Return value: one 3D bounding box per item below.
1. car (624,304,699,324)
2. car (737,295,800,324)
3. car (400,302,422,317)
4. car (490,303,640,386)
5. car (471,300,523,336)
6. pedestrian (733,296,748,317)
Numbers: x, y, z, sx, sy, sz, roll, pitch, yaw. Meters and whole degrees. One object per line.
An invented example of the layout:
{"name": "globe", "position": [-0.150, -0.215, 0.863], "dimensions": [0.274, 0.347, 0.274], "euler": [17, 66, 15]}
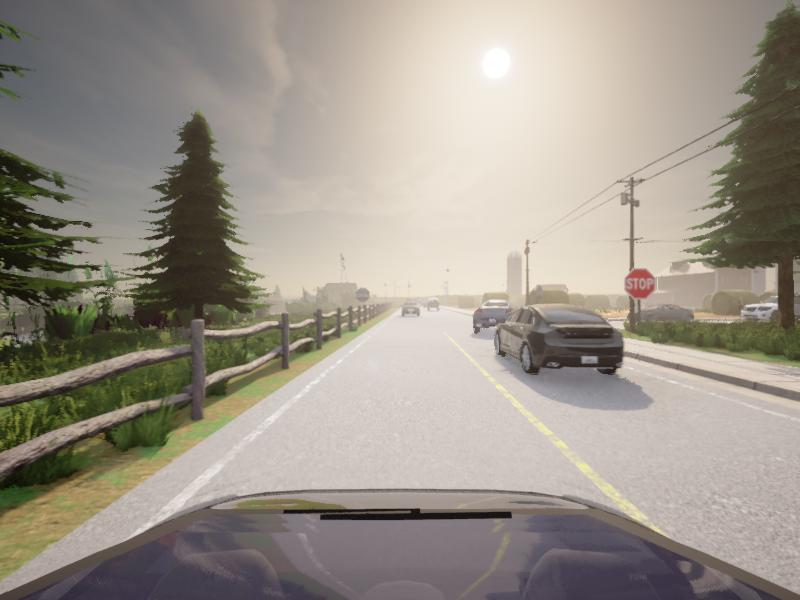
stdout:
{"name": "car", "position": [19.034, 0.999, 29.241], "dimensions": [4.181, 1.385, 1.994], "euler": [0, 0, -2]}
{"name": "car", "position": [28.430, 0.657, 29.398], "dimensions": [5.566, 2.045, 2.150], "euler": [0, 0, -1]}
{"name": "car", "position": [1.122, 0.919, 41.570], "dimensions": [2.128, 1.511, 4.902], "euler": [0, 0, 2]}
{"name": "car", "position": [3.672, 0.864, 10.010], "dimensions": [1.837, 1.490, 4.892], "euler": [0, 0, 2]}
{"name": "car", "position": [5.163, 0.825, 20.738], "dimensions": [2.152, 1.651, 5.027], "euler": [0, 0, 20]}
{"name": "pedestrian", "position": [30.027, 0.580, 35.274], "dimensions": [0.751, 1.860, 0.751], "euler": [0, 0, -2]}
